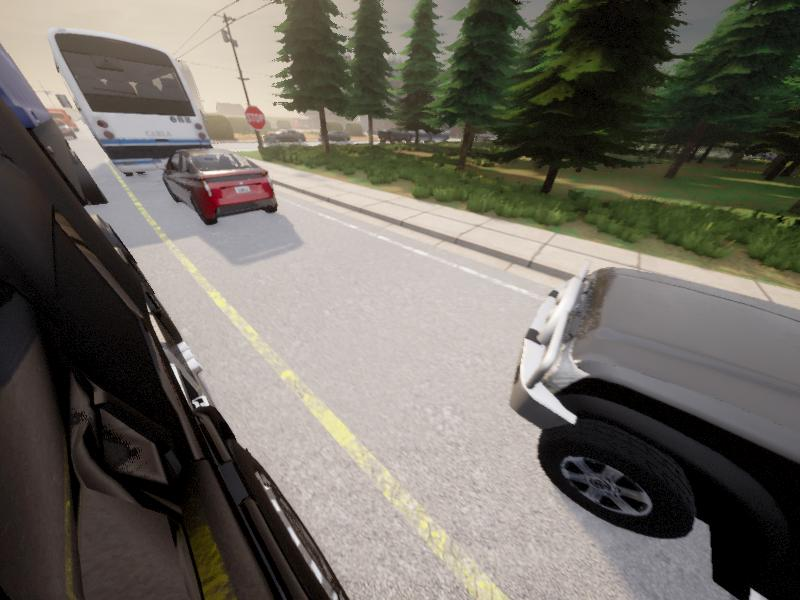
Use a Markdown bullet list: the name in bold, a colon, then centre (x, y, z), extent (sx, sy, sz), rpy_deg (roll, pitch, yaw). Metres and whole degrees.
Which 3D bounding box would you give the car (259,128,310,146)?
- **car**: centre (-13.900, -19.779, 28.025), extent (2.128, 1.511, 4.902), rpy_deg (28, 43, 29)

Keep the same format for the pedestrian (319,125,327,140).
- **pedestrian**: centre (-12.335, -26.877, 37.007), extent (0.751, 1.860, 0.751), rpy_deg (24, 42, 26)

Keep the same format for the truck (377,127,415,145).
- **truck**: centre (-0.549, -26.058, 36.742), extent (2.390, 2.098, 6.274), rpy_deg (28, 43, 29)

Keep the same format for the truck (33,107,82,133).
- **truck**: centre (-45.790, -24.149, 31.060), extent (5.204, 2.467, 2.627), rpy_deg (30, 45, 31)

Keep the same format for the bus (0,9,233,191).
- **bus**: centre (-12.759, -8.667, 10.905), extent (10.273, 4.253, 3.944), rpy_deg (30, 45, 31)

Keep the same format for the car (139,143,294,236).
- **car**: centre (-5.341, -3.462, 6.670), extent (4.514, 1.525, 2.007), rpy_deg (30, 44, 31)

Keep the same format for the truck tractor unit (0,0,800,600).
- **truck tractor unit**: centre (-2.645, -0.295, 0.351), extent (6.516, 4.208, 3.053), rpy_deg (28, 44, 30)

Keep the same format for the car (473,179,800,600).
- **car**: centre (3.070, 0.981, 0.970), extent (4.605, 1.855, 1.932), rpy_deg (29, 44, 30)

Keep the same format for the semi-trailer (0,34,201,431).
- **semi-trailer**: centre (-8.654, -3.630, 4.278), extent (14.254, 4.402, 2.717), rpy_deg (29, 44, 30)

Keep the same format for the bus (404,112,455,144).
- **bus**: centre (5.533, -31.267, 42.277), extent (3.944, 4.253, 10.273), rpy_deg (28, 43, 29)

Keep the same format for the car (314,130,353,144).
- **car**: centre (-9.240, -23.045, 32.674), extent (2.128, 1.511, 4.902), rpy_deg (28, 43, 29)
